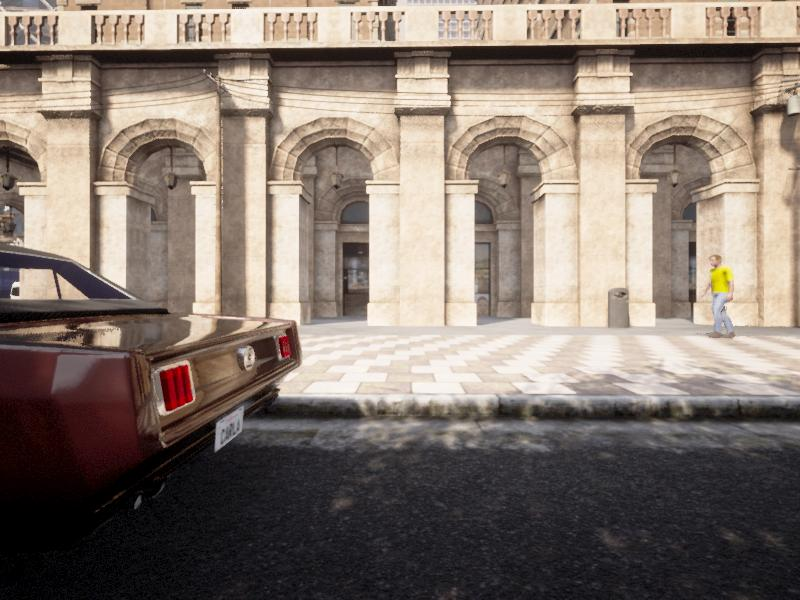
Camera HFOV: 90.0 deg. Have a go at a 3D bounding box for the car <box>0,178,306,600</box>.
[{"bbox_3d":[-3.058,0.338,2.008,4.718,1.301,1.895,0,0,1],"label":"car"}]

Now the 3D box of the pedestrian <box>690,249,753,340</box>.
[{"bbox_3d":[6.871,-0.115,8.587,0.751,1.860,0.751,0,0,2],"label":"pedestrian"}]

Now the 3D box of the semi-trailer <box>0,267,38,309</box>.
[{"bbox_3d":[-42.918,-1.218,38.690,2.717,4.402,14.254,0,0,1],"label":"semi-trailer"}]

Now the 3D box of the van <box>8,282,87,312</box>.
[{"bbox_3d":[-32.401,-0.278,37.096,1.988,2.561,5.915,0,0,1],"label":"van"}]

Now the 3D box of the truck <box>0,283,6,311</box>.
[{"bbox_3d":[-36.013,-0.244,32.580,2.627,2.467,5.204,0,0,1],"label":"truck"}]
